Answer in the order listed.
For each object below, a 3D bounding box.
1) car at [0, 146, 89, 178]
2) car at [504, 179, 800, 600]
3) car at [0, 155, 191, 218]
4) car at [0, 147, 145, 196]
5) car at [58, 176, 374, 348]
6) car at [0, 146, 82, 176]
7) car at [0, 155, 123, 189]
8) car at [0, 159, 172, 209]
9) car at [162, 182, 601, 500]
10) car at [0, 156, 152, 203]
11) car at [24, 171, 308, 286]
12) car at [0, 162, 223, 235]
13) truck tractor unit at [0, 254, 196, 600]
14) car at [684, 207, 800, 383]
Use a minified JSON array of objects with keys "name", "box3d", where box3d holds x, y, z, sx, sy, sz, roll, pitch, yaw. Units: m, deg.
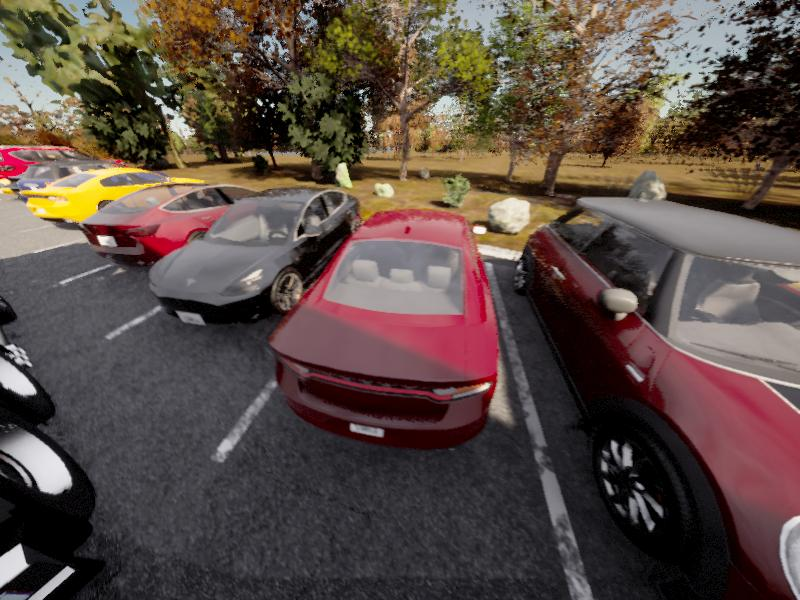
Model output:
[{"name":"car","box3d":[-29.922,-11.432,19.011,1.878,1.987,4.442,8,35,10]},{"name":"car","box3d":[2.799,0.127,2.252,2.185,1.767,4.553,6,35,9]},{"name":"car","box3d":[-12.407,-5.046,9.835,2.185,1.767,4.553,7,35,10]},{"name":"car","box3d":[-19.905,-7.885,13.772,2.435,2.045,5.566,7,35,11]},{"name":"car","box3d":[-2.308,-1.411,4.782,2.163,1.488,4.792,7,35,9]},{"name":"car","box3d":[-32.423,-12.344,20.348,1.878,1.987,4.442,8,35,11]},{"name":"car","box3d":[-22.410,-8.532,15.216,2.163,1.488,4.792,8,35,10]},{"name":"car","box3d":[-14.910,-5.850,11.238,2.231,1.521,4.892,7,35,11]},{"name":"car","box3d":[0.232,-0.595,3.534,2.097,1.535,5.008,6,35,9]},{"name":"car","box3d":[-17.445,-6.656,12.410,1.946,1.575,5.366,8,35,10]},{"name":"car","box3d":[-4.840,-2.312,6.104,2.163,1.488,4.792,6,35,10]},{"name":"car","box3d":[-9.892,-4.066,8.622,2.097,1.535,5.008,7,35,10]},{"name":"truck tractor unit","box3d":[-5.099,-0.310,0.804,6.516,4.208,3.053,19,39,25]},{"name":"car","box3d":[5.379,0.980,1.220,1.946,1.575,5.366,6,34,9]}]
